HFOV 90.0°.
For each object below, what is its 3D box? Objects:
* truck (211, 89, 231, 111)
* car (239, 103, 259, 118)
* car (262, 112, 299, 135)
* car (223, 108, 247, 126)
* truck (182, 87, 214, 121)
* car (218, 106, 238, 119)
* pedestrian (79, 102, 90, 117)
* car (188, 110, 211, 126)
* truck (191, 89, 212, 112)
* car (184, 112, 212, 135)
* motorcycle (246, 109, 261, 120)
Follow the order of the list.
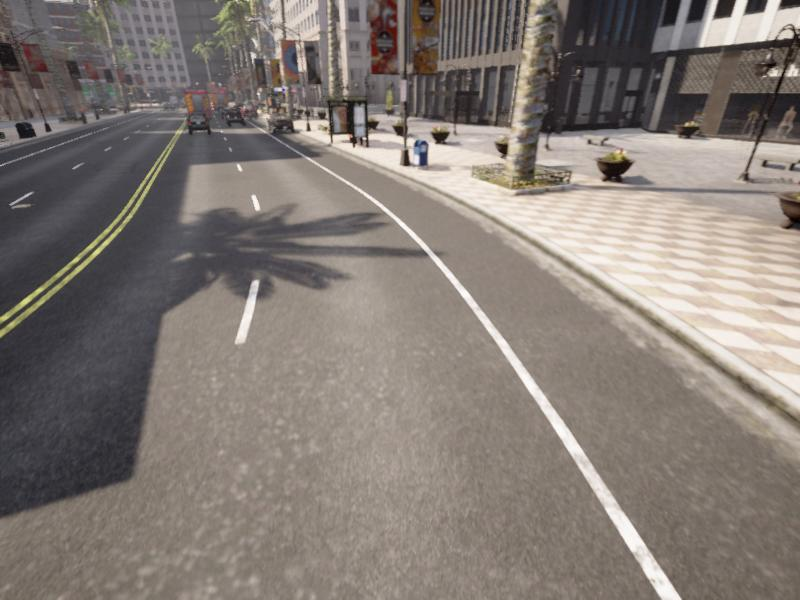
[{"bbox_3d":[-36.994,-41.150,82.349,2.891,3.827,8.468,-11,29,-20],"label":"truck"},{"bbox_3d":[-22.361,-28.129,59.246,2.185,1.767,4.553,-12,29,-21],"label":"car"},{"bbox_3d":[-10.605,-15.699,35.367,2.231,1.521,4.892,-12,29,-21],"label":"car"},{"bbox_3d":[-18.029,-19.964,43.611,1.851,1.617,3.988,-12,29,-21],"label":"car"},{"bbox_3d":[-27.490,-26.835,54.579,2.891,3.827,8.468,-12,29,-21],"label":"truck"},{"bbox_3d":[-24.287,-26.468,56.359,2.128,1.511,4.902,-12,30,-21],"label":"car"},{"bbox_3d":[-45.950,-27.741,58.276,0.751,1.860,0.751,-16,31,-28],"label":"pedestrian"},{"bbox_3d":[-22.465,-20.484,44.923,1.994,1.385,4.181,-12,30,-21],"label":"car"},{"bbox_3d":[-40.203,-40.495,81.114,2.891,3.827,8.468,-11,29,-20],"label":"truck"},{"bbox_3d":[-17.518,-15.387,34.807,1.789,1.549,3.705,-12,29,-21],"label":"car"},{"bbox_3d":[-19.552,-24.765,53.330,0.764,1.277,2.356,3,27,6],"label":"motorcycle"}]
